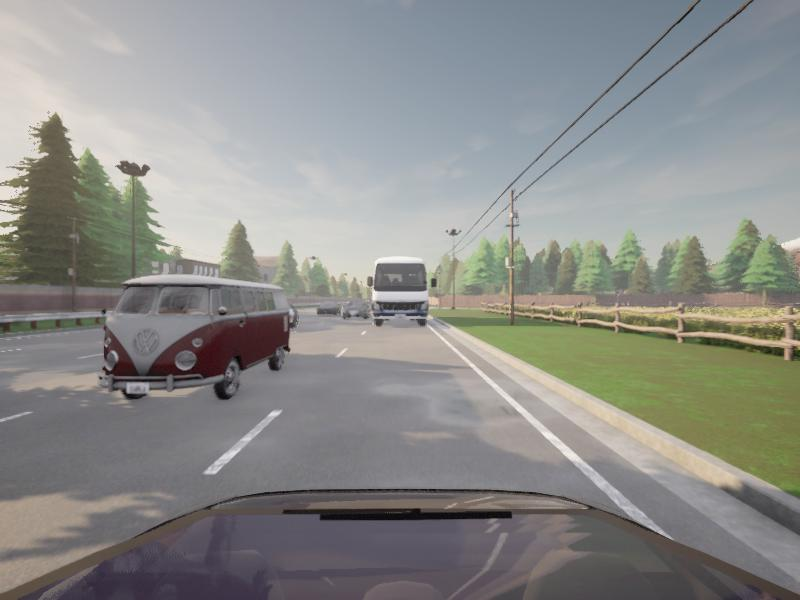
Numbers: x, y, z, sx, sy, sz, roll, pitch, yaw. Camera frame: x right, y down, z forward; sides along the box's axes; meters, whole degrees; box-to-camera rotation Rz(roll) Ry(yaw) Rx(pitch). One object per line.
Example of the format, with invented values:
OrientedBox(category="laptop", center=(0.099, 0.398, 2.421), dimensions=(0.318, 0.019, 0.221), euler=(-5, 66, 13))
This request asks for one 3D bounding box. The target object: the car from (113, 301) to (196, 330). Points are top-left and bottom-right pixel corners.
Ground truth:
OrientedBox(category="car", center=(-13.998, 0.825, 23.167), dimensions=(2.007, 1.525, 4.514), euler=(0, 0, 0))

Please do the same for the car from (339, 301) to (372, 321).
OrientedBox(category="car", center=(-3.501, 0.831, 32.586), dimensions=(2.128, 1.511, 4.902), euler=(0, 0, 0))

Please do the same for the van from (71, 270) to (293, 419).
OrientedBox(category="van", center=(-3.500, 0.597, 7.556), dimensions=(1.775, 1.987, 4.442), euler=(0, 0, 0))

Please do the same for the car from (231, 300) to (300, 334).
OrientedBox(category="car", center=(-7.000, 0.819, 21.517), dimensions=(2.038, 1.542, 4.974), euler=(0, 0, 0))

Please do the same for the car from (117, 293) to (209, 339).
OrientedBox(category="car", center=(-10.501, 0.643, 18.114), dimensions=(1.905, 1.878, 3.866), euler=(0, 0, 0))

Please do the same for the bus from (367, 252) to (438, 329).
OrientedBox(category="bus", center=(0.132, -0.538, 27.332), dimensions=(3.944, 4.253, 10.273), euler=(0, 0, 0))

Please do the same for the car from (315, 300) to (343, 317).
OrientedBox(category="car", center=(-7.006, 0.817, 39.941), dimensions=(1.882, 1.535, 5.008), euler=(0, 0, 0))
